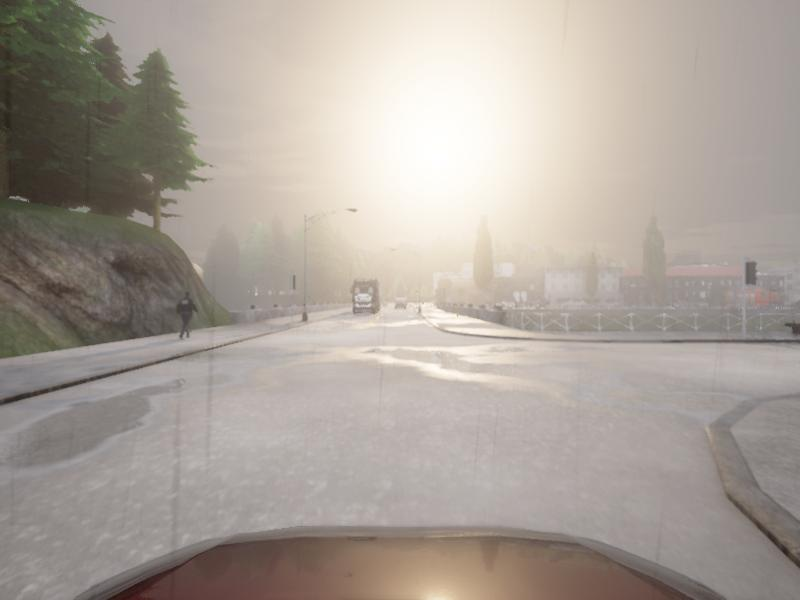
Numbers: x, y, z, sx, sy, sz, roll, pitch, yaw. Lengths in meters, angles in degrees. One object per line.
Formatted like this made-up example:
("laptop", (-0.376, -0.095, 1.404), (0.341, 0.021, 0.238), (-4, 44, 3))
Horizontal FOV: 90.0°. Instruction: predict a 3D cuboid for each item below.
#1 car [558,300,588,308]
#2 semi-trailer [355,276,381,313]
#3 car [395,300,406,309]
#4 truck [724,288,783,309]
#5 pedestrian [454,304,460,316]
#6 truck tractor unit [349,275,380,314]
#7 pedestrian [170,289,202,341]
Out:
("car", (33.939, 0.752, 78.493), (5.027, 1.651, 2.152), (0, 0, 0))
("semi-trailer", (-4.122, -0.637, 54.228), (2.717, 4.402, 14.254), (0, 0, -1))
("car", (0.093, 0.801, 72.569), (2.038, 1.542, 4.974), (0, 0, 0))
("truck", (65.689, -0.351, 74.472), (8.468, 3.827, 2.891), (0, 0, 0))
("pedestrian", (5.271, 0.900, 36.795), (0.500, 1.100, 0.500), (0, 0, 0))
("truck tractor unit", (-3.983, -0.539, 46.316), (3.053, 4.208, 6.516), (0, 0, 0))
("pedestrian", (-7.891, 0.528, 14.776), (0.751, 1.860, 0.751), (0, 0, 2))
